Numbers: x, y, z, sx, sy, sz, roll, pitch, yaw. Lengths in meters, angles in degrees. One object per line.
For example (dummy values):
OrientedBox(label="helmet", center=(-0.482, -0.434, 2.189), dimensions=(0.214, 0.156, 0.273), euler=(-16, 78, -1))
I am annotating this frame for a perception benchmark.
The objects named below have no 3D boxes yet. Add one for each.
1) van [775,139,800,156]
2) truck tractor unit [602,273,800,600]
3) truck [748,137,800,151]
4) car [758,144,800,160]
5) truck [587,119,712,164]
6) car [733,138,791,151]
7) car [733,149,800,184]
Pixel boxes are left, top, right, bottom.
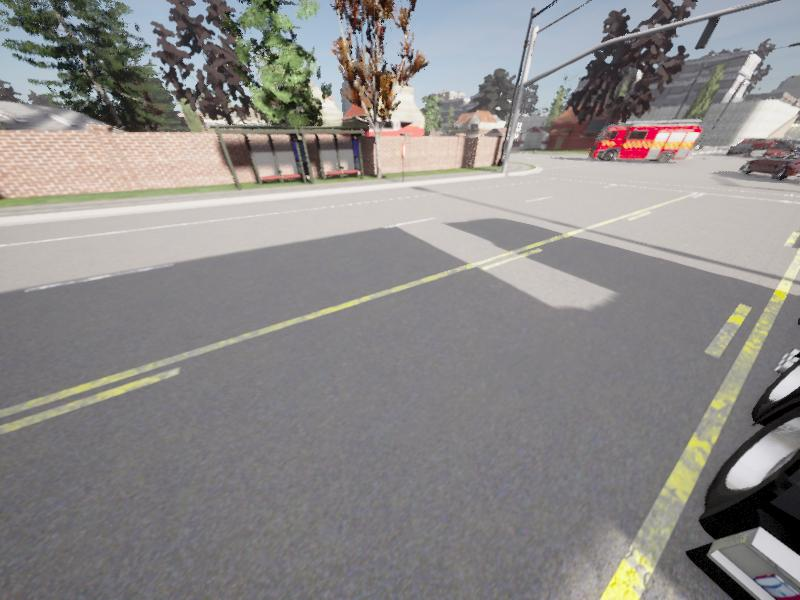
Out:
OrientedBox(label="van", center=(58.907, -22.869, 34.529), dimensions=(4.442, 1.987, 1.775), euler=(-20, 40, -25))
OrientedBox(label="truck tractor unit", center=(5.117, -0.293, 0.790), dimensions=(6.516, 4.208, 3.053), euler=(-17, 37, -24))
OrientedBox(label="truck", center=(73.984, -30.493, 45.058), dimensions=(2.390, 2.098, 6.274), euler=(-3, 35, -4))
OrientedBox(label="car", center=(48.723, -19.053, 29.638), dimensions=(4.514, 1.525, 2.007), euler=(-20, 39, -25))
OrientedBox(label="truck", center=(27.468, -18.008, 26.376), dimensions=(8.468, 3.827, 2.891), euler=(15, 38, 21))
OrientedBox(label="car", center=(69.401, -30.025, 44.497), dimensions=(2.150, 2.045, 5.566), euler=(0, 35, 0))
OrientedBox(label="car", center=(26.839, -9.292, 15.942), dimensions=(2.152, 1.651, 5.027), euler=(15, 38, 20))
